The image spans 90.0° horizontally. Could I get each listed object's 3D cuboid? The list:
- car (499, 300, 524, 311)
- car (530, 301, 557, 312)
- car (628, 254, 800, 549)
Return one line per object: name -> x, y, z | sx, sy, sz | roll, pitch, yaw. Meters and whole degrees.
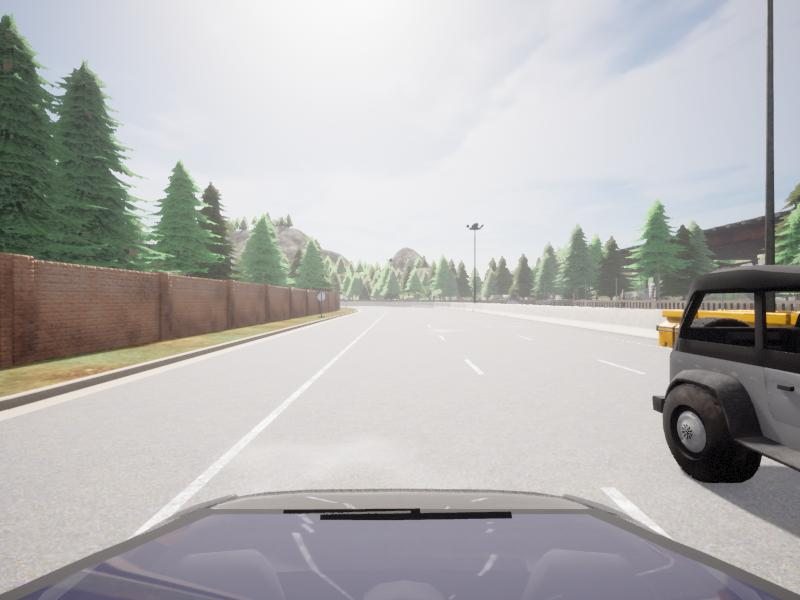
car -> 16.867, 0.825, 60.971 | 2.038, 1.542, 4.974 | 0, 0, -5
car -> 20.631, 0.845, 57.901 | 1.837, 1.490, 4.892 | 0, 0, -4
car -> 3.501, 0.646, 2.535 | 1.905, 1.878, 3.866 | 0, 0, 0
